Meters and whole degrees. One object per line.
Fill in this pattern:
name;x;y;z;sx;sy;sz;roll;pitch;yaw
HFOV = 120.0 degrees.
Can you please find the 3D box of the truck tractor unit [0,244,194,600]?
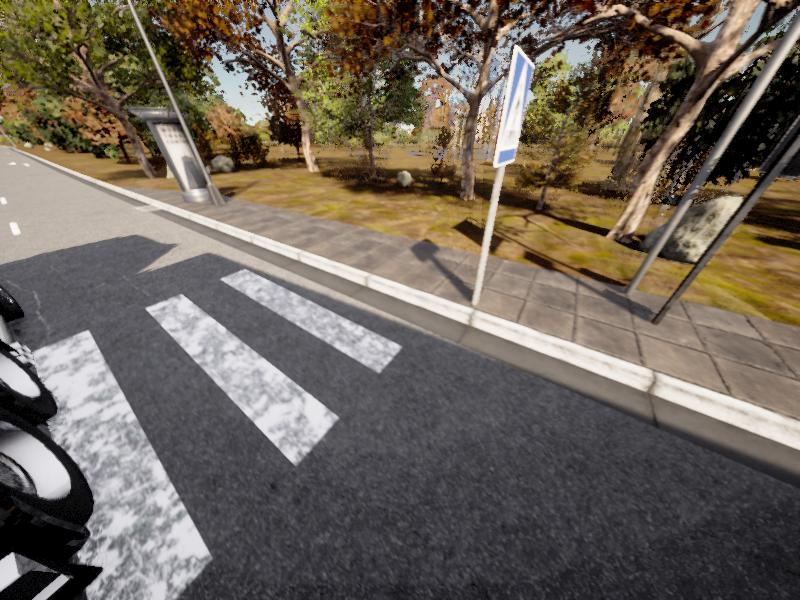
truck tractor unit;-5.081;-0.329;0.820;6.516;4.208;3.053;20;40;26
